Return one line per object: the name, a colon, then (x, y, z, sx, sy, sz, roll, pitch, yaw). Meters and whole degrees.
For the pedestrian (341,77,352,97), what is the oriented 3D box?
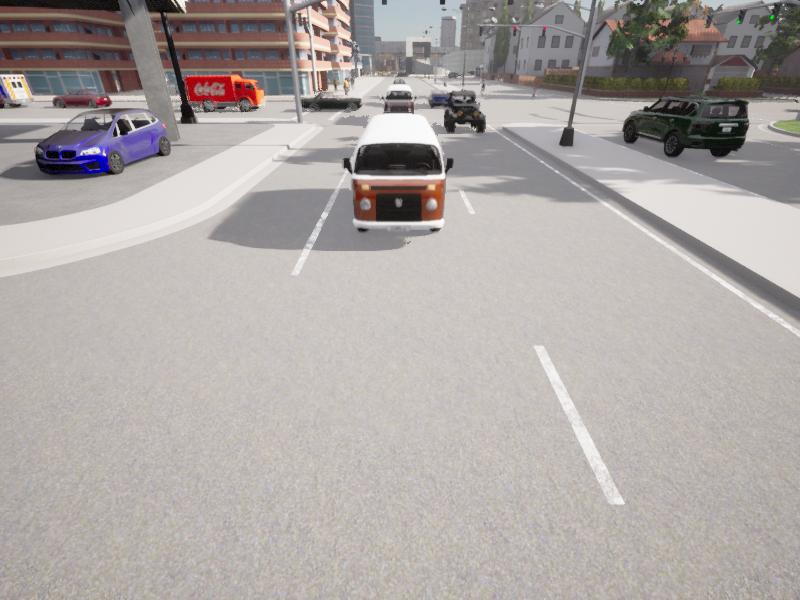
pedestrian: (-5.847, -23.161, 43.492, 0.751, 1.860, 0.751, 26, 39, 37)

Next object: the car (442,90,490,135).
car: (3.455, -10.248, 21.695, 1.905, 1.878, 3.866, 0, 30, 0)

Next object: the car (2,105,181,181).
car: (-9.740, -5.374, 13.332, 2.242, 1.667, 4.611, 0, 30, 0)

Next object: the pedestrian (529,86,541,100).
pedestrian: (13.849, -21.210, 41.008, 0.751, 1.300, 0.751, 1, 30, 2)

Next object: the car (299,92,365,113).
car: (-5.195, -15.366, 31.051, 4.718, 1.301, 1.895, 0, 30, -1)

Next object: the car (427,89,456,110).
car: (3.438, -17.026, 33.895, 1.895, 1.301, 4.718, 0, 30, 0)

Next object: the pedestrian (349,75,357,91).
pedestrian: (-6.320, -29.146, 53.741, 0.751, 1.860, 0.751, -7, 31, -12)

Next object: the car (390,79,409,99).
car: (-0.076, -23.258, 43.999, 1.932, 1.855, 4.605, 0, 29, 0)

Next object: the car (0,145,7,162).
car: (-15.484, -4.847, 12.748, 1.970, 1.475, 3.806, 0, 30, 0)

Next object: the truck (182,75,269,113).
truck: (-13.168, -15.822, 30.666, 5.204, 2.467, 2.627, -1, 30, -1)

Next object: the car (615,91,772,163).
car: (11.467, -7.246, 16.400, 2.150, 2.045, 5.566, 0, 30, 0)

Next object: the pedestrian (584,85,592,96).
pedestrian: (21.187, -23.657, 45.096, 0.500, 1.100, 0.500, -1, 30, -2)

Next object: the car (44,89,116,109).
car: (-26.862, -16.976, 33.736, 4.181, 1.385, 1.994, 0, 30, 0)

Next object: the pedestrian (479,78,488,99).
pedestrian: (8.614, -21.943, 41.449, 0.751, 1.860, 0.751, 5, 31, 8)

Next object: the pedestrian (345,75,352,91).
pedestrian: (-6.797, -28.620, 52.840, 0.751, 1.860, 0.751, -3, 30, -5)

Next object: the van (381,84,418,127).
van: (-0.048, -12.130, 24.770, 2.069, 2.038, 4.480, 0, 30, 0)

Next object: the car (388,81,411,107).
car: (-0.066, -18.760, 36.286, 1.932, 1.855, 4.605, 0, 30, 0)

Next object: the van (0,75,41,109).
van: (-34.633, -17.367, 33.356, 6.366, 2.431, 2.351, -1, 30, -1)

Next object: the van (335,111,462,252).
van: (-0.028, -2.924, 9.002, 2.069, 2.038, 4.480, 0, 30, 0)

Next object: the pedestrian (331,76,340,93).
pedestrian: (-8.029, -26.908, 49.877, 0.751, 1.860, 0.751, 0, 30, 1)
